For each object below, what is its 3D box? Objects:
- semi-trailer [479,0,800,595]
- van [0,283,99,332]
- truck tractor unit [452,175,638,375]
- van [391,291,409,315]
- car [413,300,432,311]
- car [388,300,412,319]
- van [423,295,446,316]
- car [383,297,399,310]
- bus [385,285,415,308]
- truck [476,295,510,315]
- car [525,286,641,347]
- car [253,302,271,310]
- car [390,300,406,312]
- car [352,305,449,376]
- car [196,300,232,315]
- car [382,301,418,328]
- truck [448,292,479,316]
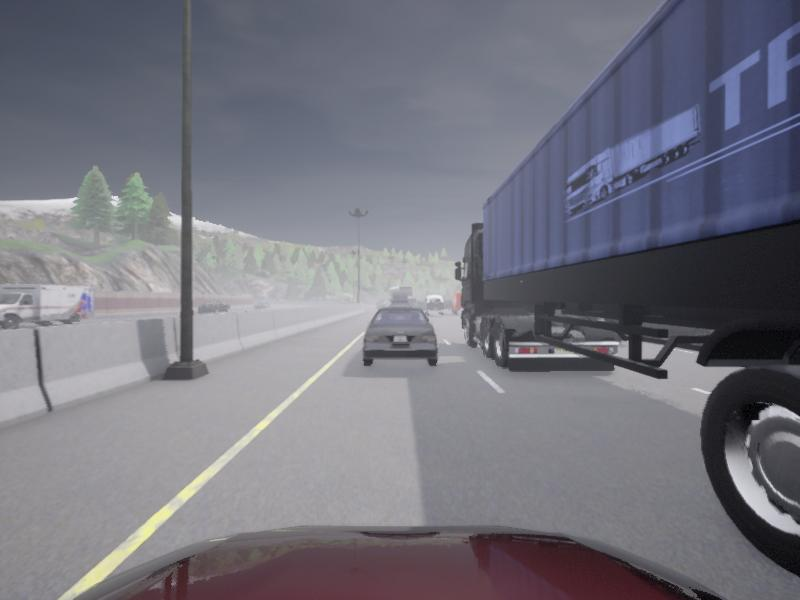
[{"bbox_3d":[3.503,-0.623,3.780,2.717,4.402,14.254,0,0,0],"label":"semi-trailer"},{"bbox_3d":[-20.992,0.370,23.116,2.351,2.431,6.366,0,0,0],"label":"van"},{"bbox_3d":[3.496,-0.529,11.703,3.053,4.208,6.516,0,0,0],"label":"truck tractor unit"},{"bbox_3d":[-0.006,0.307,46.029,1.988,2.561,5.915,0,0,0],"label":"van"},{"bbox_3d":[3.095,0.815,57.144,2.128,1.511,4.902,0,0,-4],"label":"car"},{"bbox_3d":[0.015,0.815,36.676,2.038,1.542,4.974,0,0,0],"label":"car"},{"bbox_3d":[3.516,0.557,41.868,2.069,2.038,4.480,0,0,0],"label":"van"},{"bbox_3d":[-1.651,0.547,69.095,2.150,2.045,5.566,0,0,-8],"label":"car"},{"bbox_3d":[-0.138,-0.565,80.209,3.944,4.253,10.273,0,-1,-12],"label":"bus"},{"bbox_3d":[10.493,0.525,45.660,2.390,2.098,6.274,0,0,0],"label":"truck"},{"bbox_3d":[7.002,0.562,16.166,2.150,2.045,5.566,0,0,0],"label":"car"},{"bbox_3d":[-22.103,0.922,64.397,1.895,1.301,4.718,0,0,-8],"label":"car"},{"bbox_3d":[-0.332,0.810,55.471,2.007,1.525,4.514,0,0,-3],"label":"car"},{"bbox_3d":[0.006,0.890,11.089,2.033,1.411,5.357,0,0,0],"label":"car"},{"bbox_3d":[-21.024,0.807,45.467,1.882,1.535,5.008,0,0,-1],"label":"car"},{"bbox_3d":[0.009,0.816,24.727,2.038,1.542,4.974,0,0,0],"label":"car"},{"bbox_3d":[7.002,0.357,44.582,2.627,2.467,5.204,0,1,0],"label":"truck"}]
